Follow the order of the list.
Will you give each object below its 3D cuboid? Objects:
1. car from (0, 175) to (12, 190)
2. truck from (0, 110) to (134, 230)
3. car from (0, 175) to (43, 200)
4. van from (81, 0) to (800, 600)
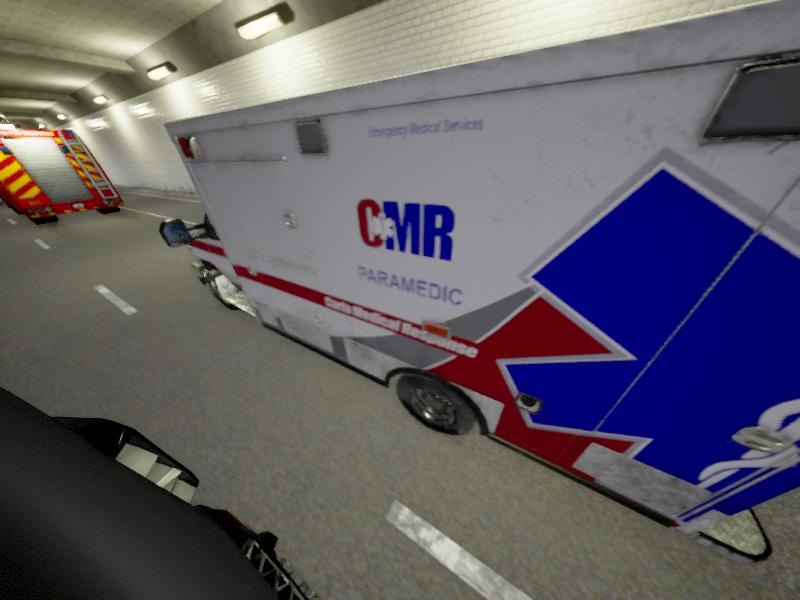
[{"bbox_3d":[-45.696,-13.060,25.562,3.633,1.501,1.845,13,36,23],"label":"car"},{"bbox_3d":[-17.561,-6.198,11.129,8.468,3.827,2.891,16,38,26],"label":"truck"},{"bbox_3d":[-32.150,-9.404,19.162,4.674,1.442,1.812,16,38,26],"label":"car"},{"bbox_3d":[-0.400,-0.685,2.854,6.366,2.431,2.351,16,38,26],"label":"van"}]
